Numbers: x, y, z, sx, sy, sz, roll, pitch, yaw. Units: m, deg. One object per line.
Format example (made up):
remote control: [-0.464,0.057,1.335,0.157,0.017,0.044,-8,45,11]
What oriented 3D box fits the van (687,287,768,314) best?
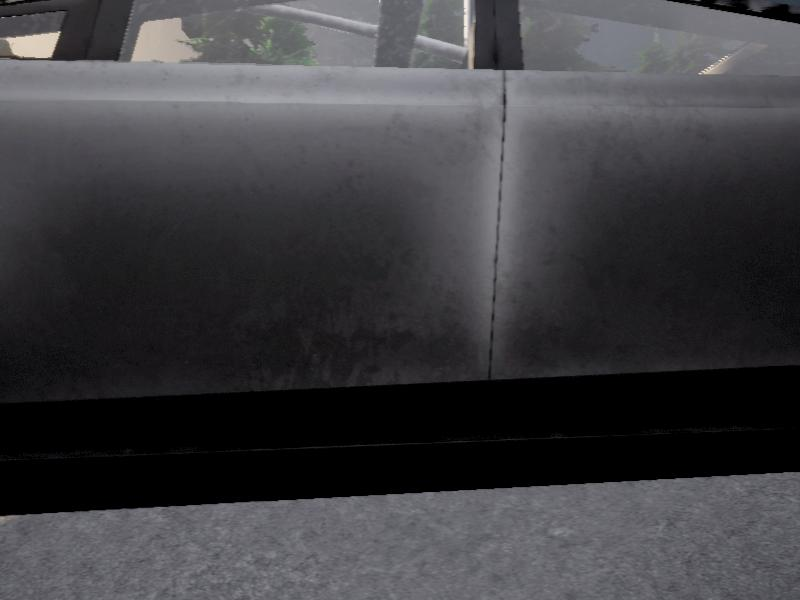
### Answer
van: [32.733,0.064,40.385,2.351,2.431,6.366,0,0,-9]

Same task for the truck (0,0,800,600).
truck: [0.396,-0.045,2.058,6.274,2.098,2.390,0,0,-7]
